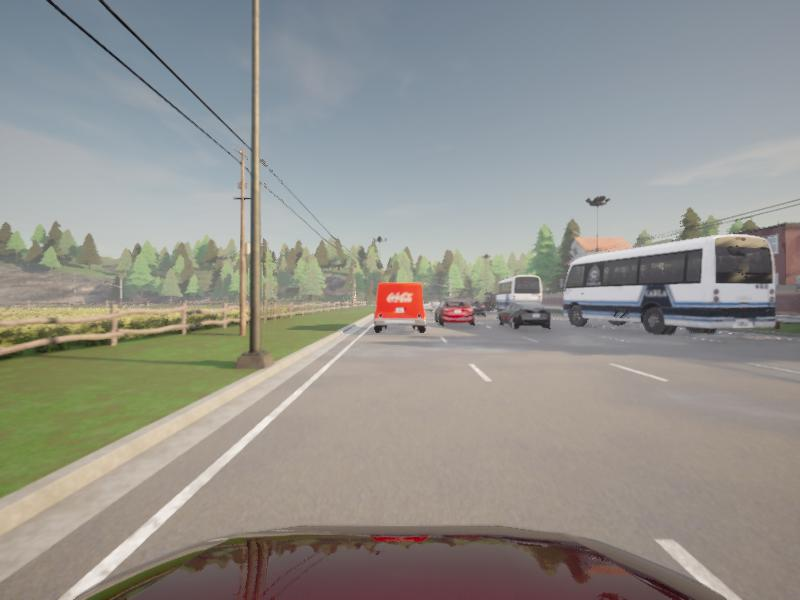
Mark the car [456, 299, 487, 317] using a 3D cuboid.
[{"bbox_3d":[7.000,0.764,39.593,2.242,1.667,4.611,0,0,0],"label":"car"}]

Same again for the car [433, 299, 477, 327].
[{"bbox_3d":[3.497,0.760,26.271,2.242,1.667,4.611,0,0,0],"label":"car"}]

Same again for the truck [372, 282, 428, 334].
[{"bbox_3d":[0.000,0.366,21.400,2.627,2.467,5.204,0,0,0],"label":"truck"}]

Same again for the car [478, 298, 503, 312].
[{"bbox_3d":[12.437,0.656,55.294,1.905,1.878,3.866,0,0,-11],"label":"car"}]

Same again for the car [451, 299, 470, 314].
[{"bbox_3d":[7.481,0.765,49.648,2.242,1.667,4.611,0,0,8],"label":"car"}]

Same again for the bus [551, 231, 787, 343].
[{"bbox_3d":[12.435,-0.528,20.541,3.944,4.253,10.273,0,0,-11],"label":"bus"}]

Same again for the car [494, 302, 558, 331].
[{"bbox_3d":[7.002,0.855,22.901,2.163,1.488,4.792,0,0,0],"label":"car"}]

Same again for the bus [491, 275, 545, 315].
[{"bbox_3d":[13.795,-0.528,47.901,3.944,4.253,10.273,1,0,3],"label":"bus"}]
